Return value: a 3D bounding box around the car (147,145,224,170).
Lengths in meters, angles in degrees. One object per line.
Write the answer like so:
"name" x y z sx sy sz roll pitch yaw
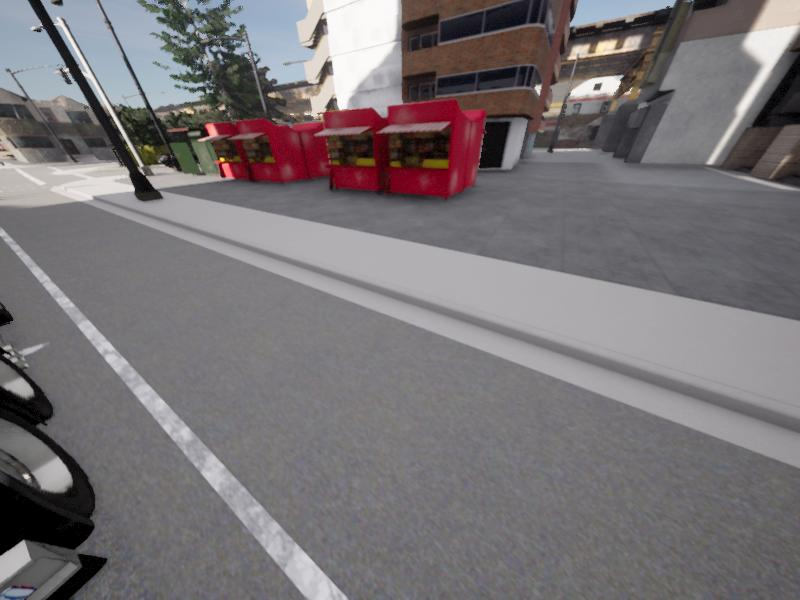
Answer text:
"car" -23.571 -16.014 25.742 2.150 2.045 5.566 18 39 26

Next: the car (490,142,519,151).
"car" 20.944 -30.831 46.463 4.902 1.511 2.128 18 39 25

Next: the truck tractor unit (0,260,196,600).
"truck tractor unit" -5.106 -0.305 0.791 6.516 4.208 3.053 19 39 24
